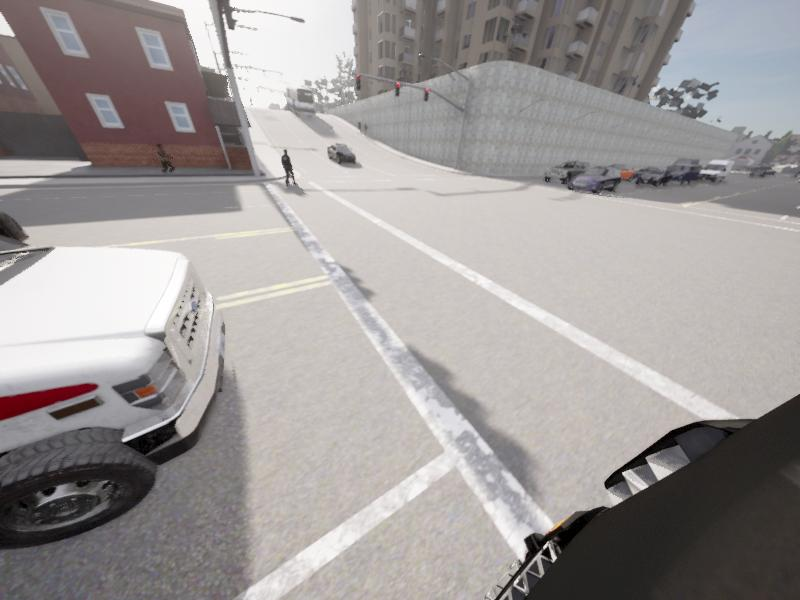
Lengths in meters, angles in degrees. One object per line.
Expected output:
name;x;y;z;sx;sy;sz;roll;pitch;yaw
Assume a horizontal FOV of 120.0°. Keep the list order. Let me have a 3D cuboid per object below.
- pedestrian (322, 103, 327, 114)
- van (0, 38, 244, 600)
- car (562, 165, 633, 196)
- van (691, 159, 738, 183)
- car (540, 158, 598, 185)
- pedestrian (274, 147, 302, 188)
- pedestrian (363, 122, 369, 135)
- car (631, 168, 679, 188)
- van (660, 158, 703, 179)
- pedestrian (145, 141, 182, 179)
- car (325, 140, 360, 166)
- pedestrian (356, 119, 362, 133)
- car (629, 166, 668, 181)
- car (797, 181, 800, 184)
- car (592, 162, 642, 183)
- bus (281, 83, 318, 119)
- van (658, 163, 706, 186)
pedestrian;-17.726;-44.865;54.207;0.751;1.860;0.751;-16;38;-26
van;-4.434;0.637;0.451;6.366;2.431;2.351;-16;38;-26
car;14.553;-8.916;17.052;4.856;1.649;2.033;-18;39;-28
van;42.816;-17.535;31.436;5.915;2.561;1.988;-16;38;-27
car;15.264;-11.561;20.869;4.605;1.855;1.932;-15;38;-27
pedestrian;-6.123;-7.285;12.712;0.751;1.860;0.751;5;34;3
pedestrian;-5.900;-29.934;40.337;0.751;1.860;0.751;-15;38;-26
car;24.853;-11.939;22.505;3.633;1.501;1.845;-16;38;-26
van;41.701;-19.459;34.244;5.915;2.561;1.988;-16;38;-26
pedestrian;-13.736;-8.164;13.500;0.751;1.860;0.751;-15;37;-25
car;-6.243;-15.789;24.776;1.930;1.638;5.238;-16;43;-26
pedestrian;-7.202;-30.772;40.912;0.751;1.860;0.751;-18;39;-29
car;31.582;-16.102;29.350;4.193;1.474;1.816;-16;38;-26
car;66.512;-19.377;37.187;4.718;1.301;1.895;-16;38;-26
car;23.620;-13.936;25.173;4.553;1.767;2.097;-16;38;-26
bus;-19.839;-39.200;45.507;3.944;4.253;10.273;-16;47;-26
van;31.419;-14.020;25.738;4.442;1.987;1.775;-16;38;-26
